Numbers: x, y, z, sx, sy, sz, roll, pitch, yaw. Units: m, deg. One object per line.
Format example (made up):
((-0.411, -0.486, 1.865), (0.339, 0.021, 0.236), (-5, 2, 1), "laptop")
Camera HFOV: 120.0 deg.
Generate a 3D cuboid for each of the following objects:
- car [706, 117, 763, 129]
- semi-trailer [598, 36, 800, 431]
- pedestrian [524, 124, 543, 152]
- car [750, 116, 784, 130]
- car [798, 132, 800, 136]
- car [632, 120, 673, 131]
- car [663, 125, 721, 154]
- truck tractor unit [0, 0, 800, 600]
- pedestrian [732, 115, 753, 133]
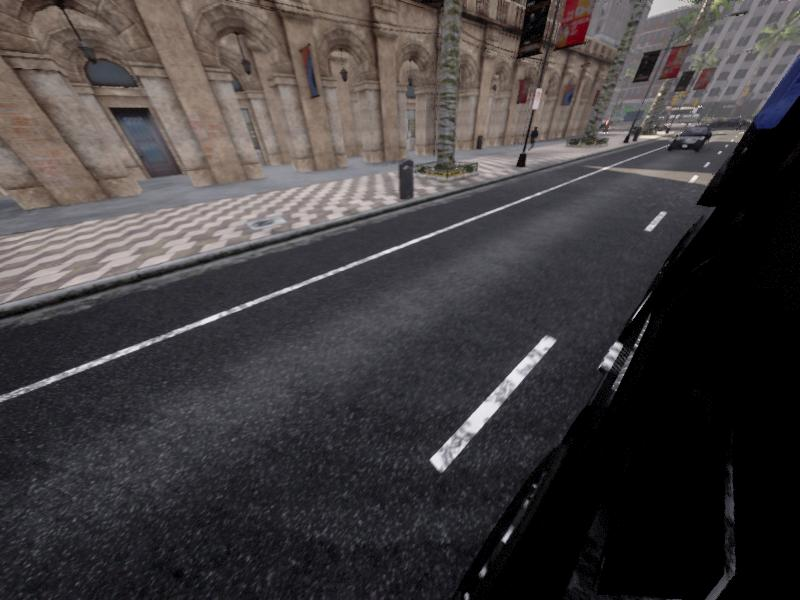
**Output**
((57.594, -30.543, 39.941), (5.357, 1.411, 2.033), (10, 38, 16), "car")
((8.700, -3.595, 4.240), (14.254, 4.402, 2.717), (-28, 43, -30), "semi-trailer")
((11.220, -13.605, 19.461), (0.751, 1.860, 0.751), (-28, 43, -30), "pedestrian")
((54.352, -26.232, 34.258), (4.792, 1.488, 2.163), (-27, 43, -29), "car")
((41.869, -17.116, 22.610), (4.611, 1.667, 2.242), (-28, 43, -30), "car")
((48.619, -33.677, 44.663), (2.038, 1.542, 4.974), (-29, 44, -31), "car")
((21.345, -11.771, 16.880), (3.633, 1.501, 1.845), (-27, 43, -30), "car")
((2.645, -0.295, 0.351), (6.516, 4.208, 3.053), (-28, 44, -30), "truck tractor unit")
((45.300, -23.346, 30.602), (0.751, 1.860, 0.751), (-32, 45, -33), "pedestrian")
